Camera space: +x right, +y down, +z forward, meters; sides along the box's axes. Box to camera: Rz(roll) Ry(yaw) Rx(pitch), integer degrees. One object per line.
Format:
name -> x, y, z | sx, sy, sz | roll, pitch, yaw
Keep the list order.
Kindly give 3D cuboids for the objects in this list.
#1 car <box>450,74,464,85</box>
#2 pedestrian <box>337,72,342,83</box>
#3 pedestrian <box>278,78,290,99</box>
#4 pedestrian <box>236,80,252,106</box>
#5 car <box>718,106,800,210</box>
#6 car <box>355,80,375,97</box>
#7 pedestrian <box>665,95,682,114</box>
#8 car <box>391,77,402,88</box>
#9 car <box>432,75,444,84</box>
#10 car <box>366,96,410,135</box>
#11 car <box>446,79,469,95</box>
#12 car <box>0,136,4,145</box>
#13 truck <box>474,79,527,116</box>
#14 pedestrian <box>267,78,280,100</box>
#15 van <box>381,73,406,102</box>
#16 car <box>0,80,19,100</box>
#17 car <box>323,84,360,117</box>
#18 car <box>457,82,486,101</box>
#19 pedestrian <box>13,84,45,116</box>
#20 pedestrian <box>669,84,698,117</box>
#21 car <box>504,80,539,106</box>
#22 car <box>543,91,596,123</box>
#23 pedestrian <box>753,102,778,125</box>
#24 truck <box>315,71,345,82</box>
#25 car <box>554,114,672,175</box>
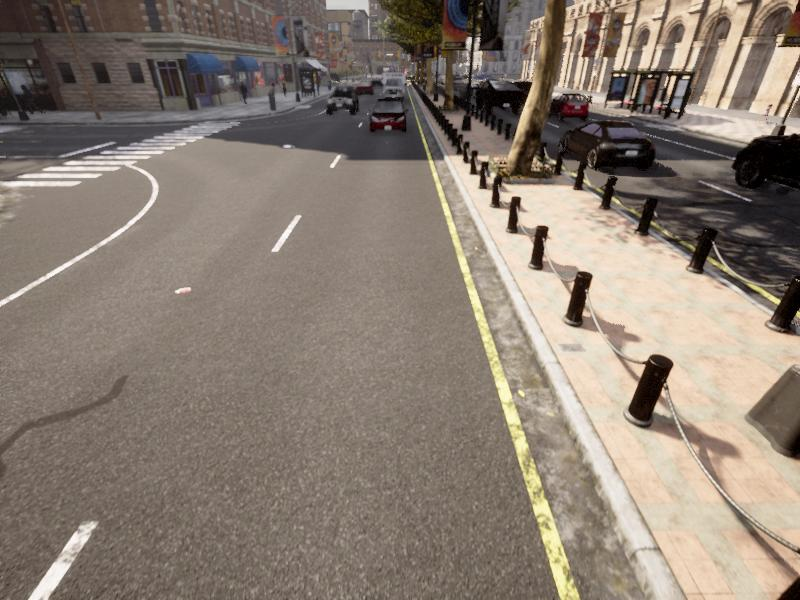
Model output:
car -> 10.954, -42.371, 76.854 | 2.033, 1.649, 4.856 | 0, 30, 0
pedestrian -> -11.997, -44.523, 79.966 | 0.751, 1.860, 0.751 | -8, 31, -13
pedestrian -> -11.597, -21.219, 40.104 | 0.751, 1.860, 0.751 | -1, 30, -2
pedestrian -> -12.940, -17.162, 33.164 | 0.751, 1.860, 0.751 | -3, 30, -4
car -> 10.865, -3.216, 9.480 | 2.150, 2.045, 5.566 | 1, 30, 1
car -> -4.079, -24.932, 47.128 | 1.882, 1.535, 5.008 | 0, 30, 0
pedestrian -> 18.959, -13.567, 27.777 | 0.500, 1.100, 0.500 | -7, 31, -12
car -> -0.558, -36.025, 66.193 | 1.812, 1.442, 4.674 | 0, 30, 0
car -> 7.456, -43.340, 78.704 | 1.812, 1.442, 4.674 | 0, 30, 0
car -> -0.601, -10.221, 22.019 | 2.163, 1.488, 4.792 | 0, 30, 0
car -> 7.430, -27.790, 52.130 | 2.152, 1.651, 5.027 | 0, 30, 0
car -> -19.876, -7.188, 16.434 | 4.605, 1.855, 1.932 | -1, 30, -1
truck -> 7.394, -15.400, 30.270 | 2.390, 2.098, 6.274 | 0, 30, 0
pedestrian -> -12.185, -20.347, 38.612 | 0.751, 1.860, 0.751 | -2, 30, -3
van -> -0.588, -21.883, 41.030 | 2.351, 2.431, 6.366 | 0, 30, 0
car -> -42.127, -21.306, 40.665 | 2.097, 1.767, 4.553 | 0, 30, 0
car -> -4.082, -14.472, 28.898 | 1.932, 1.855, 4.605 | 0, 30, 0
car -> 7.415, -21.991, 42.127 | 2.128, 1.511, 4.902 | 0, 30, 0
pedestrian -> -24.503, -13.242, 26.455 | 0.751, 1.860, 0.751 | -6, 31, -10
pedestrian -> 18.428, -12.976, 26.013 | 0.751, 1.860, 0.751 | 1, 30, 2
car -> 10.909, -18.808, 36.305 | 1.905, 1.878, 3.866 | 0, 30, 0
car -> 10.883, -12.620, 26.056 | 1.789, 1.549, 3.705 | 0, 30, 0
pedestrian -> 20.657, -10.545, 22.608 | 0.500, 1.100, 0.500 | -9, 32, -16
truck -> -15.740, -50.497, 90.292 | 6.274, 2.098, 2.390 | 0, 30, 0
car -> 7.381, -5.729, 14.450 | 1.994, 1.385, 4.181 | 0, 30, 0
